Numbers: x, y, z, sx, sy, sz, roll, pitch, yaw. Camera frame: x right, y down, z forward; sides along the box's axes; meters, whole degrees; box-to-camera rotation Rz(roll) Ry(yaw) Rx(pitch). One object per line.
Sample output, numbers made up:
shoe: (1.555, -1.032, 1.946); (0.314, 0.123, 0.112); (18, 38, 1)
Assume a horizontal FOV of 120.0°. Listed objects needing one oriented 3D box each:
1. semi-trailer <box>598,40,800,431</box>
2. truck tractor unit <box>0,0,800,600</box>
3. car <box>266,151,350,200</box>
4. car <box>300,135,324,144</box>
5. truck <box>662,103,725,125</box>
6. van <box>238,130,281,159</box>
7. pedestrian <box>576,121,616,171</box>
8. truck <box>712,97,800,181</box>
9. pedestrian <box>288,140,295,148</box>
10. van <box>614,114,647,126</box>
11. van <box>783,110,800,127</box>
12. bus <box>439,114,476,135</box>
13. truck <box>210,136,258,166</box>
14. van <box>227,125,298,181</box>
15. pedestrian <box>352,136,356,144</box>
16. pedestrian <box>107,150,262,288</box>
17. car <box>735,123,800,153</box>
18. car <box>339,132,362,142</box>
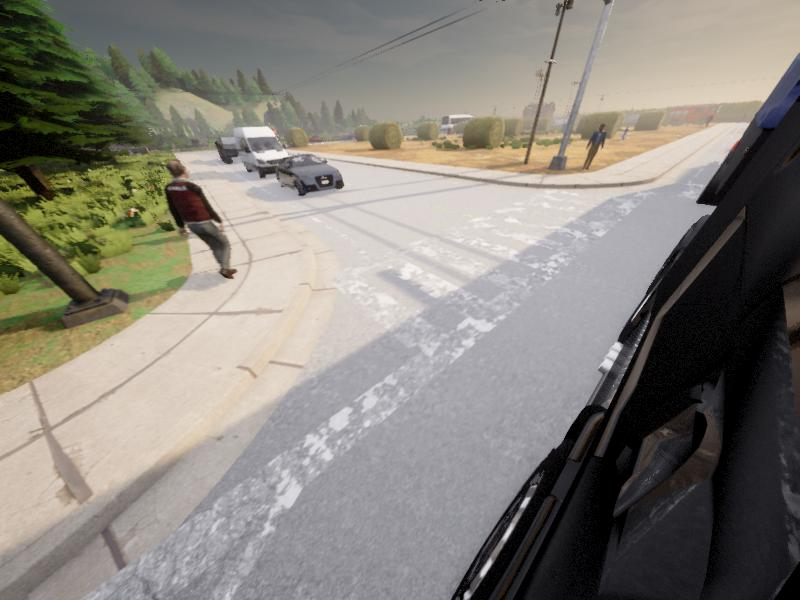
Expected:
semi-trailer: (8.691, -3.615, 4.228); (14.254, 4.402, 2.717); (-28, 44, -30)
truck tractor unit: (2.645, -0.295, 0.351); (6.516, 4.208, 3.053); (-28, 44, -30)
car: (-4.362, -5.913, 10.707); (1.994, 1.385, 4.181); (-27, 43, -29)
car: (-19.174, -34.970, 50.314); (4.193, 1.474, 1.816); (-25, 42, -27)
truck: (71.679, -45.461, 56.664); (2.891, 3.827, 8.468); (-27, 43, -29)
van: (-16.603, -18.351, 27.213); (2.351, 2.431, 6.366); (-27, 43, -29)
pedestrian: (8.939, -7.058, 10.649); (0.751, 1.860, 0.751); (18, 42, 25)
truck: (16.104, -6.777, 9.605); (5.204, 2.467, 2.627); (-28, 43, -30)
pedestrian: (-17.081, -24.561, 36.341); (0.500, 1.100, 0.500); (15, 40, 22)
van: (66.435, -52.010, 66.785); (1.988, 2.561, 5.915); (-27, 43, -29)
van: (60.717, -27.677, 35.093); (4.442, 1.987, 1.775); (-28, 44, -30)
bus: (16.438, -50.313, 66.241); (10.273, 4.253, 3.944); (-26, 42, -27)
truck: (-16.394, -14.770, 22.692); (2.390, 2.098, 6.274); (-27, 43, -29)
van: (-9.094, -9.722, 15.119); (1.988, 2.561, 5.915); (-27, 43, -29)
pedestrian: (-7.667, -26.698, 38.572); (0.500, 1.100, 0.500); (-10, 37, -9)
pedestrian: (-3.069, -1.176, 3.592); (0.751, 1.860, 0.751); (-2, 37, 0)
car: (24.585, -10.859, 15.435); (4.181, 1.385, 1.994); (-28, 44, -30)
car: (-11.646, -38.563, 54.511); (4.856, 1.649, 2.033); (-25, 42, -27)
